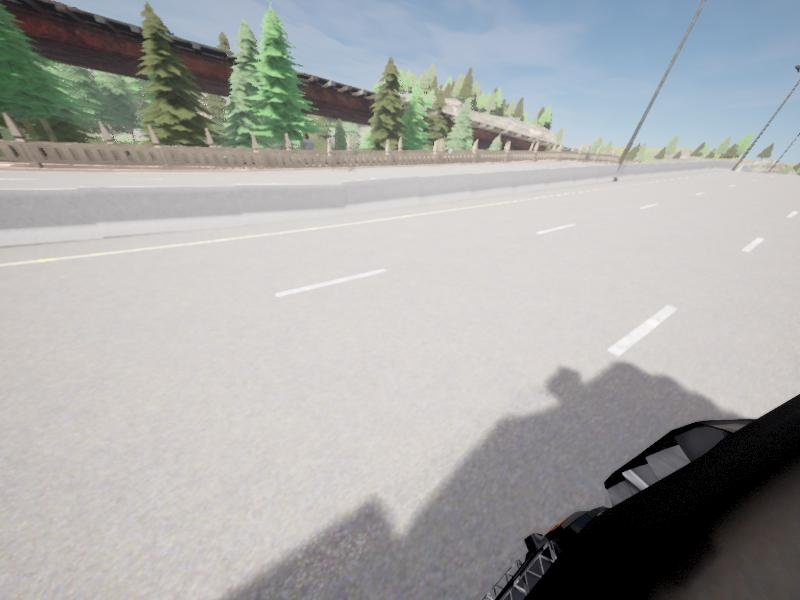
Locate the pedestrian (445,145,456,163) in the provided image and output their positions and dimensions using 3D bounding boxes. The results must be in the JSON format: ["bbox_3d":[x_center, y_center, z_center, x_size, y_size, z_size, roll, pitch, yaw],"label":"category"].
[{"bbox_3d":[6.484,-18.719,29.717,0.751,1.860,0.751,-11,36,-29],"label":"pedestrian"}]
